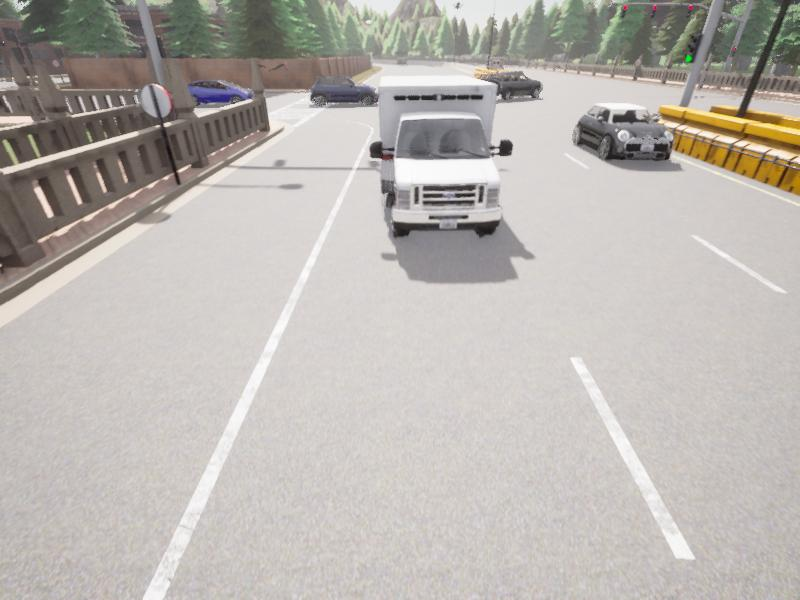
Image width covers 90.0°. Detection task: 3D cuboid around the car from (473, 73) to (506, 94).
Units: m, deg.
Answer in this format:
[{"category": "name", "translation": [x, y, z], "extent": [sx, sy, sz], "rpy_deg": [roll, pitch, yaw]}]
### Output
[{"category": "car", "translation": [7.883, -19.331, 35.698], "extent": [1.994, 1.385, 4.181], "rpy_deg": [0, 32, 0]}]

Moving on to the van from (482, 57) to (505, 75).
[{"category": "van", "translation": [15.588, -39.320, 67.169], "extent": [2.351, 2.431, 6.366], "rpy_deg": [1, 32, 1]}]

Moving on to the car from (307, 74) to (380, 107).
[{"category": "car", "translation": [-3.691, -13.971, 26.579], "extent": [4.553, 1.767, 2.097], "rpy_deg": [-3, 32, -5]}]

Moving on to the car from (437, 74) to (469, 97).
[{"category": "car", "translation": [4.364, -18.127, 33.717], "extent": [2.033, 1.411, 5.357], "rpy_deg": [1, 32, 1]}]

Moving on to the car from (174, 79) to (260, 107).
[{"category": "car", "translation": [-11.901, -13.634, 26.290], "extent": [4.514, 1.525, 2.007], "rpy_deg": [0, 32, 0]}]

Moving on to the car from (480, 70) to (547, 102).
[{"category": "car", "translation": [8.466, -16.052, 29.880], "extent": [4.605, 1.855, 1.932], "rpy_deg": [-17, 36, -26]}]

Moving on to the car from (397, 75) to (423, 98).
[{"category": "car", "translation": [0.846, -17.599, 32.884], "extent": [1.994, 1.385, 4.181], "rpy_deg": [1, 32, 1]}]

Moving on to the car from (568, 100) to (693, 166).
[{"category": "car", "translation": [7.435, -5.711, 13.462], "extent": [1.970, 1.475, 3.806], "rpy_deg": [1, 32, 1]}]

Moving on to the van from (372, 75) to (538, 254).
[{"category": "van", "translation": [0.693, -3.521, 8.996], "extent": [2.351, 2.431, 6.366], "rpy_deg": [-1, 32, -1]}]
